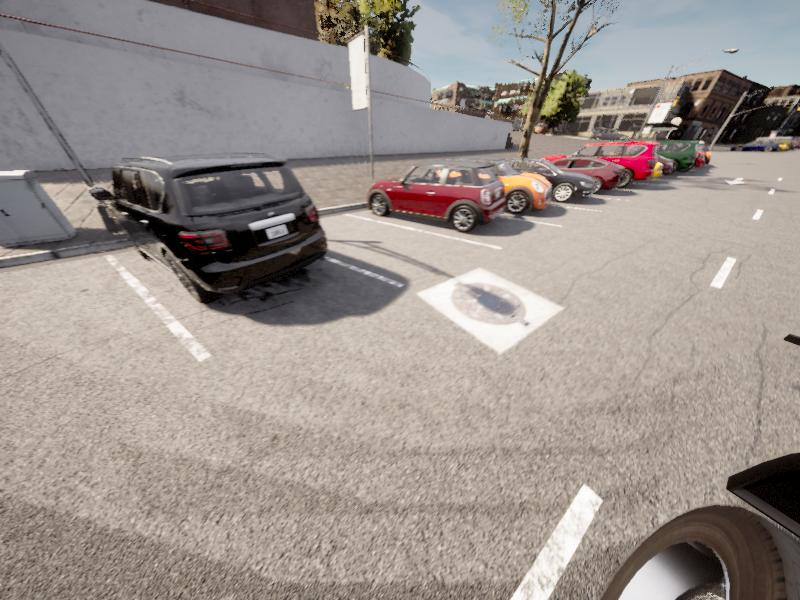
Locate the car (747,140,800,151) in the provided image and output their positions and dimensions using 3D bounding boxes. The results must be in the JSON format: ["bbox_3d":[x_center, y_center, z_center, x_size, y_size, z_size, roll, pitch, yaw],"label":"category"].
[{"bbox_3d":[68.508,-28.367,42.369,4.892,1.521,2.231,26,42,33],"label":"car"}]

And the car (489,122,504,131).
[{"bbox_3d":[25.466,-45.691,60.869,2.002,1.452,4.674,27,42,25],"label":"car"}]

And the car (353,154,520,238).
[{"bbox_3d":[0.998,-3.630,7.524,4.553,1.767,2.185,21,40,29],"label":"car"}]

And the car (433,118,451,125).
[{"bbox_3d":[12.357,-52.344,67.717,2.128,1.511,4.902,-21,43,-29],"label":"car"}]

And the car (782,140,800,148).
[{"bbox_3d":[90.048,-34.713,51.295,5.008,1.535,2.097,28,44,35],"label":"car"}]

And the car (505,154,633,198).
[{"bbox_3d":[8.325,-6.500,11.855,4.792,1.488,2.163,21,40,29],"label":"car"}]

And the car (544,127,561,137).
[{"bbox_3d":[34.000,-37.482,51.457,2.231,1.521,4.892,27,42,25],"label":"car"}]

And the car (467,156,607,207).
[{"bbox_3d":[5.890,-5.528,10.429,4.892,1.521,2.231,21,40,29],"label":"car"}]

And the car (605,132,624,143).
[{"bbox_3d":[40.819,-30.869,43.983,2.002,1.452,4.674,27,42,25],"label":"car"}]

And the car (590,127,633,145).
[{"bbox_3d":[34.882,-27.218,38.308,1.932,1.855,4.605,-20,45,-29],"label":"car"}]

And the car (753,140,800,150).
[{"bbox_3d":[71.175,-29.154,43.544,4.674,1.452,2.002,26,43,34],"label":"car"}]

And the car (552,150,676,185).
[{"bbox_3d":[13.120,-8.557,14.725,5.366,1.575,1.946,21,40,29],"label":"car"}]

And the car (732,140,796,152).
[{"bbox_3d":[60.717,-25.769,38.694,5.366,1.575,1.946,25,42,33],"label":"car"}]

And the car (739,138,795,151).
[{"bbox_3d":[63.188,-26.802,39.945,4.553,1.767,2.185,25,42,33],"label":"car"}]

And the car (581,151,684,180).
[{"bbox_3d":[15.740,-9.448,16.061,4.674,1.452,2.002,21,40,29],"label":"car"}]

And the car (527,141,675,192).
[{"bbox_3d":[10.784,-7.722,13.103,5.566,2.045,2.435,21,40,29],"label":"car"}]

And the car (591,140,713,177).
[{"bbox_3d":[18.182,-10.685,17.314,5.566,2.045,2.435,21,40,29],"label":"car"}]

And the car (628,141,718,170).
[{"bbox_3d":[23.263,-12.583,20.053,4.442,1.987,1.878,22,40,29],"label":"car"}]

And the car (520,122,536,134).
[{"bbox_3d":[30.551,-40.903,54.997,1.878,1.987,4.442,27,42,25],"label":"car"}]

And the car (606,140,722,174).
[{"bbox_3d":[20.710,-11.654,18.691,5.566,2.045,2.435,21,40,29],"label":"car"}]

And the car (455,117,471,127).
[{"bbox_3d":[18.591,-52.460,68.126,2.435,2.045,5.566,27,42,24],"label":"car"}]

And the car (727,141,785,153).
[{"bbox_3d":[57.897,-25.045,37.749,4.792,1.488,2.163,25,42,32],"label":"car"}]

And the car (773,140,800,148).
[{"bbox_3d":[84.614,-33.187,49.151,5.008,1.535,2.097,28,43,35],"label":"car"}]

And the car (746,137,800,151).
[{"bbox_3d":[65.944,-27.676,40.998,4.442,1.987,1.878,26,42,33],"label":"car"}]

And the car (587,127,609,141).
[{"bbox_3d":[39.148,-32.756,45.696,2.435,2.045,5.566,27,42,25],"label":"car"}]

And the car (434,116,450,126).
[{"bbox_3d":[13.357,-57.207,73.748,2.435,2.045,5.566,23,39,27],"label":"car"}]

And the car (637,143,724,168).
[{"bbox_3d":[25.687,-13.495,21.526,4.553,1.767,2.185,22,41,29],"label":"car"}]

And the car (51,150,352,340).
[{"bbox_3d":[-3.973,-1.755,4.676,5.566,2.045,2.435,21,41,29],"label":"car"}]

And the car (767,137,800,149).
[{"bbox_3d":[81.932,-32.603,47.894,5.566,2.045,2.435,27,43,35],"label":"car"}]

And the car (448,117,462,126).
[{"bbox_3d":[16.818,-54.007,70.071,2.185,1.767,4.553,26,42,24],"label":"car"}]

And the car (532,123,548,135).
[{"bbox_3d":[32.259,-39.253,53.118,1.878,1.987,4.442,27,42,24],"label":"car"}]

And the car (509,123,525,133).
[{"bbox_3d":[29.000,-42.517,57.217,1.946,1.575,5.366,27,42,25],"label":"car"}]

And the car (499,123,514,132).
[{"bbox_3d":[27.188,-44.046,58.998,2.002,1.452,4.674,27,42,24],"label":"car"}]

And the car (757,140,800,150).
[{"bbox_3d":[73.846,-29.975,44.701,4.674,1.452,2.002,27,42,34],"label":"car"}]

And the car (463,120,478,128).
[{"bbox_3d":[20.424,-50.727,66.563,1.946,1.575,5.366,26,42,24],"label":"car"}]

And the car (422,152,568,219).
[{"bbox_3d":[3.408,-4.648,8.964,4.553,1.767,2.185,21,40,29],"label":"car"}]
